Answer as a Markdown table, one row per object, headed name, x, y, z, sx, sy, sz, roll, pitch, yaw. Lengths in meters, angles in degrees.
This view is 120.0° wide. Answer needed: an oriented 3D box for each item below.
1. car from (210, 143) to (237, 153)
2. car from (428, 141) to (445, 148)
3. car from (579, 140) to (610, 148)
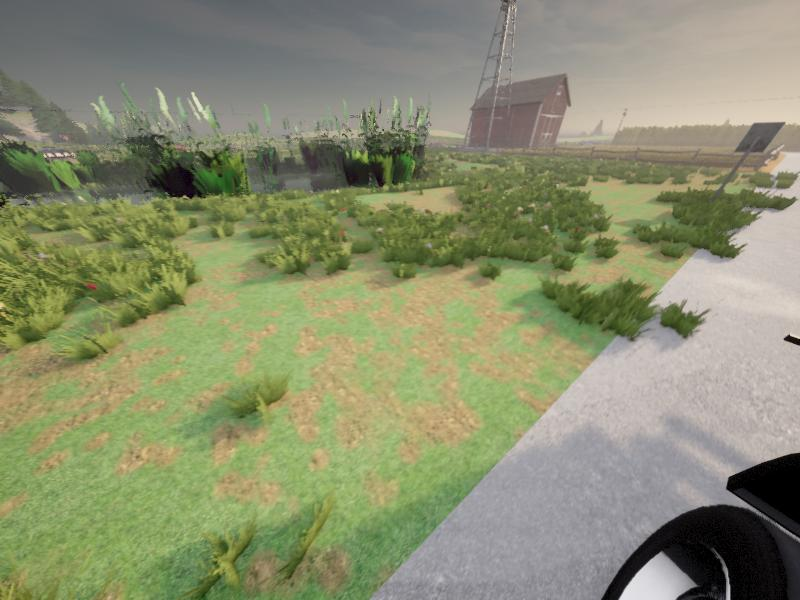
| name | x | y | z | sx | sy | sz | roll | pitch | yaw |
| --- | --- | --- | --- | --- | --- | --- | --- | --- | --- |
| car | -33.508 | -28.980 | 43.990 | 3.806 | 1.475 | 1.970 | -18 | 39 | -23 |
| car | 9.578 | -40.943 | 60.674 | 3.806 | 1.475 | 1.970 | -18 | 39 | -23 |
| car | 44.346 | -35.705 | 52.791 | 2.038 | 1.542 | 4.974 | -22 | 41 | -28 |
